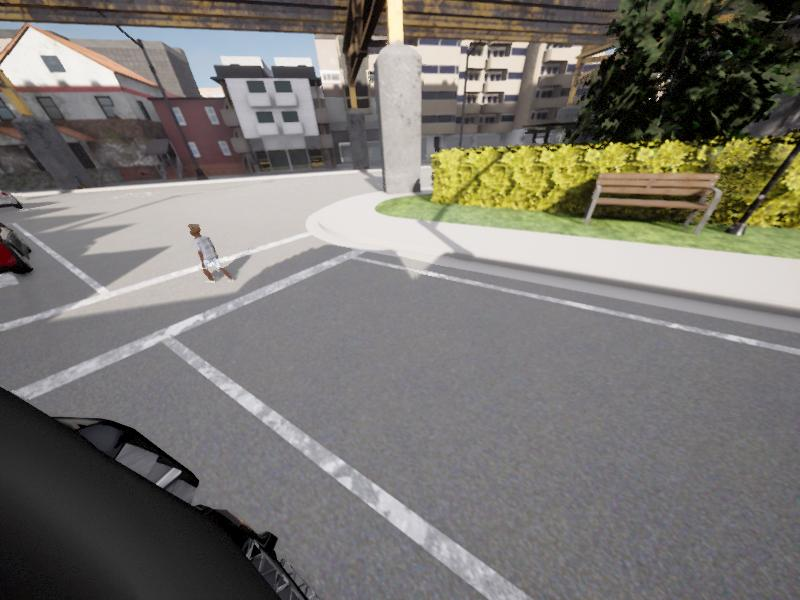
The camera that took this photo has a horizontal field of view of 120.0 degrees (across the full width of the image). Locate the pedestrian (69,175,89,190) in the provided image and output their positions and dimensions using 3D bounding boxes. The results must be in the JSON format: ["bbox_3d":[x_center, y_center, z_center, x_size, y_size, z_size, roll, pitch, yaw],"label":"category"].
[{"bbox_3d":[-29.607,-10.838,21.322,0.500,1.100,0.500,-13,35,-15],"label":"pedestrian"}]

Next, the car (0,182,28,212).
[{"bbox_3d":[-25.395,-6.152,13.900,3.806,1.475,1.970,11,36,20],"label":"car"}]

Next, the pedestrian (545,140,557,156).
[{"bbox_3d":[21.793,-21.976,33.415,0.751,1.860,0.751,-9,34,-9],"label":"pedestrian"}]

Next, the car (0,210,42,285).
[{"bbox_3d":[-10.771,-1.297,5.429,3.806,1.475,1.970,19,39,30],"label":"car"}]

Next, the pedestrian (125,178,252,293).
[{"bbox_3d":[-3.696,-1.149,4.259,0.751,1.860,0.751,5,34,12],"label":"pedestrian"}]
